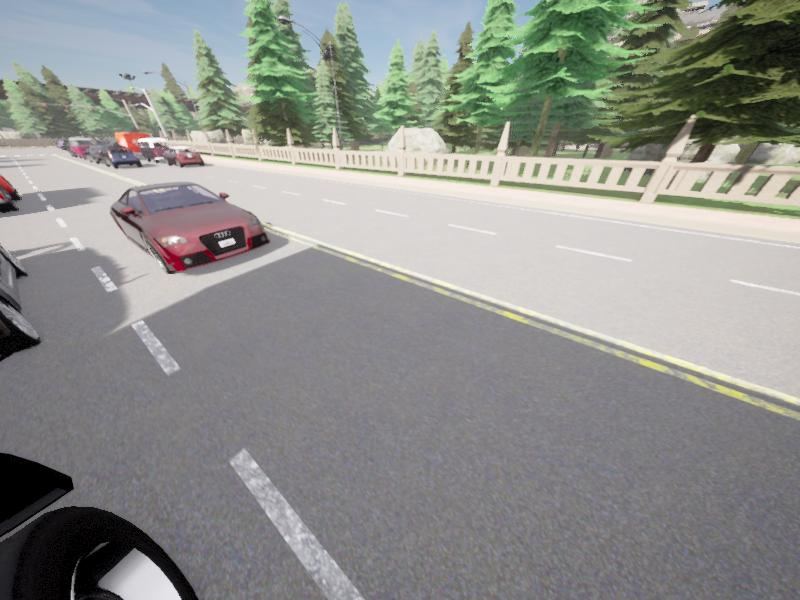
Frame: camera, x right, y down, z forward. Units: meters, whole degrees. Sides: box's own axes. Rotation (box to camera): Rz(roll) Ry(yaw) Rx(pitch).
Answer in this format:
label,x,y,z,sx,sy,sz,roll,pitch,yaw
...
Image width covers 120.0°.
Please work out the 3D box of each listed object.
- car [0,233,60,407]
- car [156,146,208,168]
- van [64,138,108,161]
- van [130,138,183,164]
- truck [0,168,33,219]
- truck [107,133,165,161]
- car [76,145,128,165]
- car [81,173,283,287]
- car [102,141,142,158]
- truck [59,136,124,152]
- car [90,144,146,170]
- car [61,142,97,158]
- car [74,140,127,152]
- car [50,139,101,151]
label,x,y,z,sx,sy,sz,roll,pitch,yaw
car,-6.540,-0.191,2.718,5.238,1.638,1.930,22,41,28
car,-19.366,-12.755,20.536,3.806,1.475,1.970,22,41,28
van,-35.192,-16.961,25.910,4.442,1.987,1.775,22,41,28
van,-24.482,-15.074,23.288,4.480,2.038,2.069,22,41,28
truck,-15.441,-4.159,7.541,5.204,2.467,2.627,21,40,28
truck,-30.163,-17.571,26.403,5.204,2.467,2.627,22,41,28
car,-29.375,-14.345,22.769,5.357,1.411,2.033,22,41,28
car,-5.104,-1.961,5.456,4.181,1.385,1.994,22,41,28
car,-36.310,-19.733,30.142,4.856,1.649,2.033,22,41,28
truck,-53.274,-27.190,40.147,2.390,2.098,6.274,22,41,28
car,-23.839,-12.172,19.555,3.988,1.617,1.851,22,41,28
car,-39.912,-18.712,28.723,3.705,1.549,1.789,22,41,28
car,-50.213,-25.983,38.880,2.152,1.651,5.027,22,41,28
car,-57.115,-27.379,40.787,2.033,1.649,4.856,22,41,28
